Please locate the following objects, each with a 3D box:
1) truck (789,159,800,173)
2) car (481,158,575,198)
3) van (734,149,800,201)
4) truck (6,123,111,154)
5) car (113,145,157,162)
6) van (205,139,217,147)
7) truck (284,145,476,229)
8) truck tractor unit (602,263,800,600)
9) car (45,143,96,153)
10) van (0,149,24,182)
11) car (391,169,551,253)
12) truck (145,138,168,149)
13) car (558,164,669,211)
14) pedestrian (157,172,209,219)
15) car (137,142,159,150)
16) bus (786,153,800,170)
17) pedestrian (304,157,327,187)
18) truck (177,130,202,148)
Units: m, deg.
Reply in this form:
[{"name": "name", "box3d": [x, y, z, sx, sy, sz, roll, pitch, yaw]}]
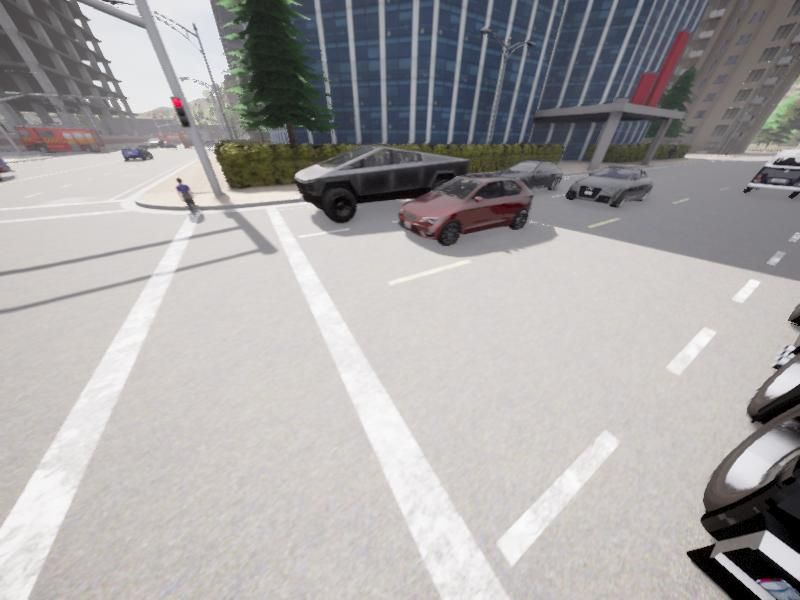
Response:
[{"name": "truck", "box3d": [38.515, -12.706, 20.639, 5.204, 2.467, 2.627, -16, 38, -26]}, {"name": "car", "box3d": [6.879, -6.651, 12.402, 4.674, 1.442, 1.812, -18, 39, -25]}, {"name": "van", "box3d": [20.753, -6.769, 12.252, 4.480, 2.038, 2.069, -18, 39, -25]}, {"name": "truck", "box3d": [-55.678, -26.595, 38.220, 8.468, 3.827, 2.891, -18, 39, -25]}, {"name": "car", "box3d": [-31.802, -17.800, 27.923, 2.007, 1.525, 4.514, -17, 38, -23]}, {"name": "van", "box3d": [-61.278, -51.092, 75.004, 2.069, 2.038, 4.480, -18, 39, -25]}, {"name": "truck", "box3d": [-0.516, -4.530, 8.666, 6.274, 2.098, 2.390, -18, 39, -25]}, {"name": "truck tractor unit", "box3d": [5.111, -0.300, 0.789, 6.516, 4.208, 3.053, -18, 39, -24]}, {"name": "car", "box3d": [-58.281, -27.017, 41.005, 4.718, 1.301, 1.895, -18, 39, -25]}, {"name": "van", "box3d": [-24.859, -7.348, 12.177, 2.351, 2.431, 6.366, -18, 39, -25]}, {"name": "car", "box3d": [2.015, -2.785, 6.736, 4.193, 1.474, 1.816, -18, 39, -25]}, {"name": "truck", "box3d": [-62.325, -40.244, 59.301, 2.390, 2.098, 6.274, -18, 39, -25]}, {"name": "car", "box3d": [9.592, -5.196, 10.412, 4.181, 1.385, 1.994, -18, 39, -25]}, {"name": "pedestrian", "box3d": [-7.310, -3.565, 7.867, 0.751, 1.300, 0.751, -18, 39, -24]}, {"name": "car", "box3d": [-57.711, -35.397, 52.996, 2.033, 1.411, 5.357, -18, 39, -25]}, {"name": "bus", "box3d": [46.742, -16.151, 24.209, 10.273, 4.253, 3.944, -18, 39, -25]}, {"name": "pedestrian", "box3d": [-4.456, -6.770, 12.224, 0.751, 1.300, 0.751, -19, 39, -25]}, {"name": "truck", "box3d": [-56.732, -43.385, 62.391, 2.891, 3.827, 8.468, -18, 39, -25]}]
